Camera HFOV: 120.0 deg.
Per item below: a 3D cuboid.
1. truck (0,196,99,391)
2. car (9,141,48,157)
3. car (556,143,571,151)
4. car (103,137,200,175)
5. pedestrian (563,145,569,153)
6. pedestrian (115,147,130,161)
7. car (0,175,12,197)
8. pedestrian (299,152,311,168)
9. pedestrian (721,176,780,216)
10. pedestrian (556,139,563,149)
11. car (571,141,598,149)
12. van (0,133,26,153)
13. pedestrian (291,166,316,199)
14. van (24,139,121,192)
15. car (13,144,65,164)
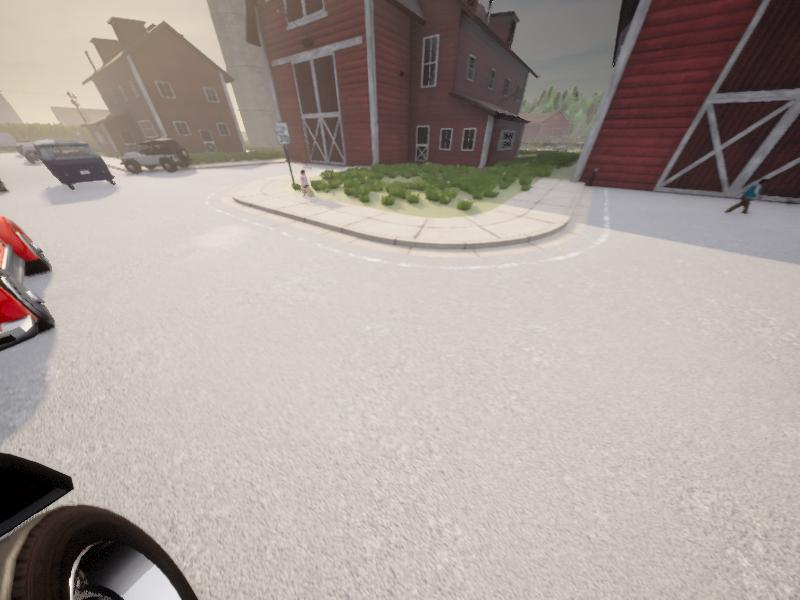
[{"bbox_3d":[-6.754,-0.624,2.598,5.204,2.467,2.627,22,41,28],"label":"truck"},{"bbox_3d":[-48.390,-19.734,30.076,5.238,1.638,1.930,22,41,28],"label":"car"},{"bbox_3d":[35.277,-32.998,49.765,1.816,1.474,4.193,23,41,28],"label":"car"},{"bbox_3d":[-17.264,-10.199,16.316,3.866,1.878,1.905,-5,41,-5],"label":"car"},{"bbox_3d":[29.140,-26.504,40.529,0.500,1.100,0.500,23,41,28],"label":"pedestrian"},{"bbox_3d":[-27.813,-14.624,23.160,0.500,1.100,0.500,24,41,29],"label":"pedestrian"},{"bbox_3d":[-19.901,-5.545,10.398,4.181,1.385,1.994,22,41,28],"label":"car"},{"bbox_3d":[-7.591,-11.165,18.432,0.500,1.100,0.500,21,40,27],"label":"pedestrian"},{"bbox_3d":[11.610,-3.451,7.695,0.500,1.100,0.500,22,41,28],"label":"pedestrian"},{"bbox_3d":[36.288,-35.385,52.526,0.751,1.860,0.751,23,41,29],"label":"pedestrian"},{"bbox_3d":[48.768,-40.936,61.000,5.238,1.638,1.930,-2,35,-3],"label":"car"},{"bbox_3d":[-63.451,-24.065,35.362,1.988,2.561,5.915,23,41,28],"label":"van"},{"bbox_3d":[-3.848,-4.710,9.295,0.500,1.100,0.500,20,40,25],"label":"pedestrian"},{"bbox_3d":[-17.009,-7.111,12.020,4.442,1.987,1.775,22,42,28],"label":"van"},{"bbox_3d":[-36.187,-14.691,23.163,4.792,1.488,2.163,22,41,28],"label":"car"}]
